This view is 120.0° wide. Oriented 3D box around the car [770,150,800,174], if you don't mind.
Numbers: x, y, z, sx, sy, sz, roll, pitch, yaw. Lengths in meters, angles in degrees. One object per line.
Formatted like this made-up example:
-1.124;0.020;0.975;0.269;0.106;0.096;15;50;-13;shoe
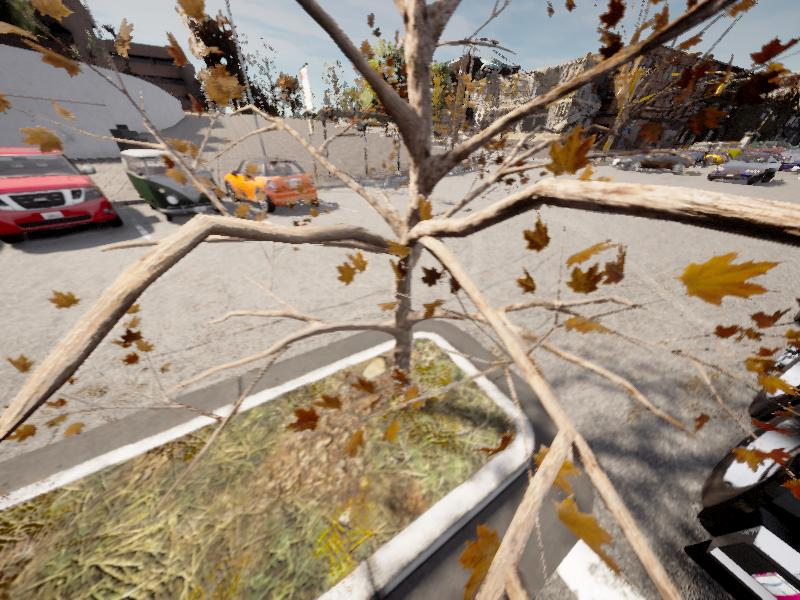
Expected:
33.032;-11.150;18.573;4.792;1.488;2.163;-15;38;-21;car

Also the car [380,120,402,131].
-1.931;-36.919;48.887;2.002;1.452;4.674;30;44;28;car

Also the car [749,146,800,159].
55.788;-21.654;33.802;2.097;1.535;5.008;-27;42;-34;car

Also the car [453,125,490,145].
10.232;-23.420;32.932;2.435;2.045;5.566;30;44;28;car

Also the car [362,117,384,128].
-6.395;-42.163;54.869;1.946;1.575;5.366;30;43;27;car

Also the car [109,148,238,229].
-8.031;-4.162;8.183;4.442;1.987;1.878;25;41;32;car

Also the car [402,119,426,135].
2.577;-31.923;42.724;1.878;1.987;4.442;31;44;27;car

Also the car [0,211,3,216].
-13.344;-2.525;5.733;5.566;2.045;2.435;25;42;32;car

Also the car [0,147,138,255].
-10.699;-3.364;6.966;5.566;2.045;2.435;25;41;32;car

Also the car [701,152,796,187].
19.955;-7.579;13.267;4.193;1.474;1.816;-15;38;-22;car

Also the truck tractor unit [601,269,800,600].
5.115;-0.298;0.762;6.516;4.208;3.053;-18;39;-24;truck tractor unit

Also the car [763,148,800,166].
42.188;-15.376;24.788;5.357;1.411;2.033;-14;37;-20;car

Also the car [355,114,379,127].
-8.051;-43.973;56.538;2.435;2.045;5.566;30;44;27;car

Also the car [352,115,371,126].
-9.635;-45.594;58.584;2.185;1.767;4.553;29;43;27;car

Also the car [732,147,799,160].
50.200;-20.317;31.913;2.002;1.452;4.674;-28;43;-34;car

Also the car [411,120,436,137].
4.095;-30.203;40.747;1.878;1.987;4.442;31;44;27;car

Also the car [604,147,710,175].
19.128;-10.594;17.519;4.902;1.511;2.128;6;35;7;car

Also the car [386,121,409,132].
-0.399;-35.203;46.917;2.002;1.452;4.674;31;44;27;car

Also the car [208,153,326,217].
-5.486;-4.950;9.518;4.553;1.767;2.185;25;42;32;car

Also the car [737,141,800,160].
53.014;-21.205;32.698;2.435;2.045;5.566;-27;42;-34;car

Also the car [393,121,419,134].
1.233;-33.598;45.033;1.946;1.575;5.366;30;44;28;car

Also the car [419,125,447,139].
5.651;-28.358;38.986;2.231;1.521;4.892;30;44;28;car

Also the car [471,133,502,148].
11.710;-21.464;31.122;2.002;1.452;4.674;30;44;28;car
